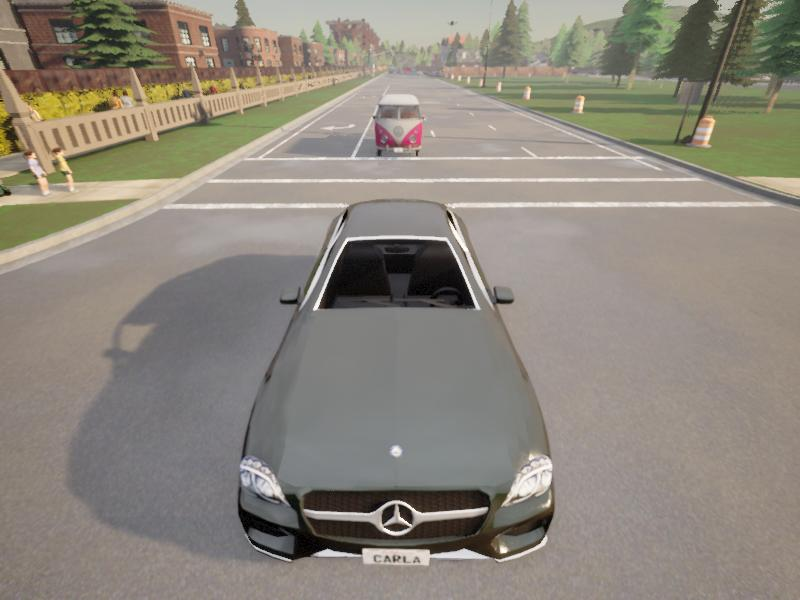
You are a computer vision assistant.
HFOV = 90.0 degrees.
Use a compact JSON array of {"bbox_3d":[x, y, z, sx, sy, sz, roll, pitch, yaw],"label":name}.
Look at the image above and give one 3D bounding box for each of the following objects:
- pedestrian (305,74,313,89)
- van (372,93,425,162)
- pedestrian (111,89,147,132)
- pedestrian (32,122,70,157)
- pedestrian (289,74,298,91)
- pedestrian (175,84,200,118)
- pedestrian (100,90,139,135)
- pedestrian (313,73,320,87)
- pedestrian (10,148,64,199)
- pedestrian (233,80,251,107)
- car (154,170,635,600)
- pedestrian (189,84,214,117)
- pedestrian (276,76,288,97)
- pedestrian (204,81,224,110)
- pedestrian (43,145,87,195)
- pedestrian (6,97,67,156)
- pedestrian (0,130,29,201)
[{"bbox_3d":[-12.651,-30.566,55.892,0.751,1.860,0.751,0,30,0],"label":"pedestrian"},{"bbox_3d":[-0.054,-6.967,15.883,1.775,1.987,4.442,0,30,0],"label":"van"},{"bbox_3d":[-13.394,-9.400,19.820,0.751,1.860,0.751,-5,31,-8],"label":"pedestrian"},{"bbox_3d":[-12.552,-5.779,14.398,0.500,1.100,0.500,3,31,5],"label":"pedestrian"},{"bbox_3d":[-13.592,-27.707,51.021,0.751,1.860,0.751,0,30,0],"label":"pedestrian"},{"bbox_3d":[-13.356,-12.540,25.172,0.751,1.860,0.751,-1,30,-2],"label":"pedestrian"},{"bbox_3d":[-13.202,-8.855,18.890,0.751,1.860,0.751,0,30,1],"label":"pedestrian"},{"bbox_3d":[-12.557,-33.175,60.339,0.751,1.860,0.751,0,30,0],"label":"pedestrian"},{"bbox_3d":[-8.907,-3.122,9.866,0.500,1.100,0.500,-9,31,-14],"label":"pedestrian"},{"bbox_3d":[-12.495,-16.369,31.695,0.751,1.860,0.751,0,30,1],"label":"pedestrian"},{"bbox_3d":[-0.028,-0.003,4.373,2.152,1.651,5.027,0,30,0],"label":"car"},{"bbox_3d":[-12.499,-12.587,25.250,0.751,1.860,0.751,0,30,0],"label":"pedestrian"},{"bbox_3d":[-12.474,-22.558,42.243,0.751,1.860,0.751,0,30,0],"label":"pedestrian"},{"bbox_3d":[-13.643,-15.004,29.371,0.751,1.860,0.751,0,30,0],"label":"pedestrian"},{"bbox_3d":[-8.540,-3.322,10.206,0.500,1.100,0.500,-22,37,-33],"label":"pedestrian"},{"bbox_3d":[-13.112,-6.273,14.490,0.751,1.860,0.751,7,31,12],"label":"pedestrian"},{"bbox_3d":[-10.051,-3.434,9.648,0.751,1.860,0.751,5,31,9],"label":"pedestrian"}]
